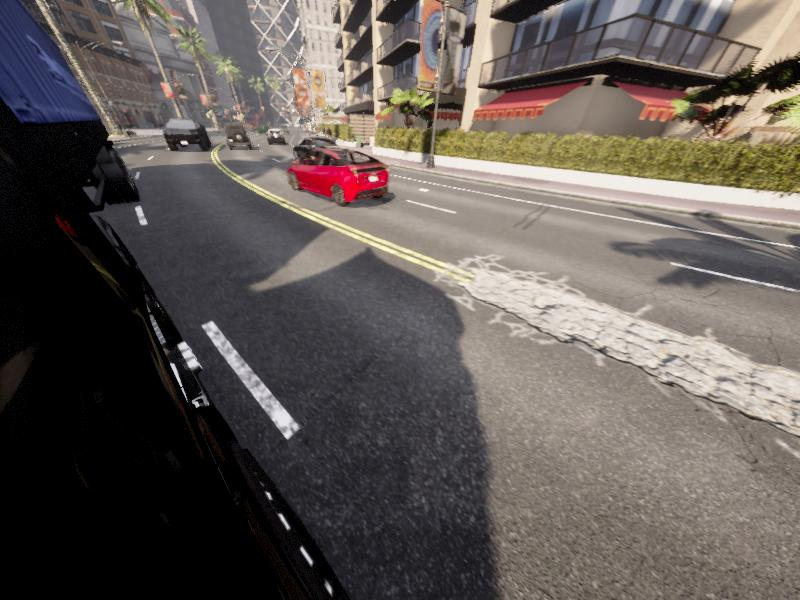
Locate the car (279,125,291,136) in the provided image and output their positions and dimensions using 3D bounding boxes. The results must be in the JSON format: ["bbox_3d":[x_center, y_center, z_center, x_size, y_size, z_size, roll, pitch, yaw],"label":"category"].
[{"bbox_3d":[-24.906,-36.708,49.993,1.851,1.617,3.988,-10,39,-16],"label":"car"}]

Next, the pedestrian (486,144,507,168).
[{"bbox_3d":[6.653,-9.997,16.024,0.751,1.300,0.751,-27,46,-33],"label":"pedestrian"}]

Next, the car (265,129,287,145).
[{"bbox_3d":[-15.336,-20.226,28.594,1.970,1.475,3.806,-13,39,-19],"label":"car"}]

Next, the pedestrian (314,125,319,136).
[{"bbox_3d":[-17.809,-36.262,49.286,0.751,1.860,0.751,-11,39,-17],"label":"pedestrian"}]

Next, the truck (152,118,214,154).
[{"bbox_3d":[-17.710,-13.800,19.348,2.390,2.098,6.274,-17,41,-24],"label":"truck"}]

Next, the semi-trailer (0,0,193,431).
[{"bbox_3d":[-8.265,-3.855,4.630,2.717,4.402,14.254,-29,47,-34],"label":"semi-trailer"}]

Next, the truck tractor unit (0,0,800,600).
[{"bbox_3d":[-2.645,-0.295,0.351,6.516,4.208,3.053,28,44,30],"label":"truck tractor unit"}]

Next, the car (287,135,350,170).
[{"bbox_3d":[-5.447,-9.814,15.210,1.837,1.490,4.892,-26,45,-32],"label":"car"}]

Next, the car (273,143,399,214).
[{"bbox_3d":[-2.386,-4.640,8.433,4.514,1.525,2.007,30,45,32],"label":"car"}]

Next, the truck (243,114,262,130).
[{"bbox_3d":[-45.849,-55.436,72.007,2.891,3.827,8.468,-10,39,-16],"label":"truck"}]

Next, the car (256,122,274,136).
[{"bbox_3d":[-27.609,-35.177,47.426,2.150,2.045,5.566,-9,38,-15],"label":"car"}]

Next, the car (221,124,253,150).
[{"bbox_3d":[-15.461,-15.601,22.056,1.905,1.878,3.866,-16,41,-23],"label":"car"}]

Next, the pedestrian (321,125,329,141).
[{"bbox_3d":[-11.319,-25.171,34.818,0.751,1.860,0.751,-10,39,-16],"label":"pedestrian"}]

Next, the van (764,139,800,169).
[{"bbox_3d":[45.403,-15.531,24.828,1.988,2.561,5.915,-11,39,-17],"label":"van"}]

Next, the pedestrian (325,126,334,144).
[{"bbox_3d":[-8.884,-20.914,29.261,0.751,1.860,0.751,-12,39,-19],"label":"pedestrian"}]
